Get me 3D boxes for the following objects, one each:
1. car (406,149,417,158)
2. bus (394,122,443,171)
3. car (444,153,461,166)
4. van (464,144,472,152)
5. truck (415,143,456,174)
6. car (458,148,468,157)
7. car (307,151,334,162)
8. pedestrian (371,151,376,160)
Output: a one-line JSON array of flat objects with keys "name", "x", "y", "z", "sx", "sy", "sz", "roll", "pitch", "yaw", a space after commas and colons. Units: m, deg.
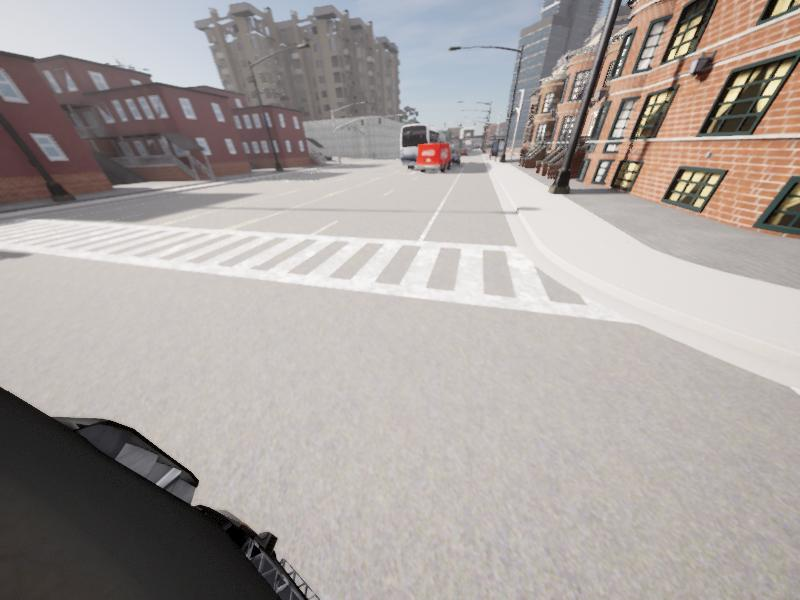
[{"name": "car", "x": 3.244, "y": -40.515, "z": 63.716, "sx": 1.932, "sy": 1.855, "sz": 4.605, "roll": 7, "pitch": 34, "yaw": 14}, {"name": "bus", "x": 2.737, "y": -19.117, "z": 29.025, "sx": 3.944, "sy": 4.253, "sz": 10.273, "roll": 7, "pitch": 34, "yaw": 14}, {"name": "car", "x": 7.336, "y": -19.599, "z": 32.126, "sx": 1.895, "sy": 1.301, "sz": 4.718, "roll": 7, "pitch": 34, "yaw": 14}, {"name": "van", "x": 26.382, "y": -58.718, "z": 89.271, "sx": 2.351, "sy": 2.431, "sz": 6.366, "roll": 7, "pitch": 34, "yaw": 14}, {"name": "truck", "x": 3.772, "y": -14.702, "z": 23.854, "sx": 2.627, "sy": 2.467, "sz": 5.204, "roll": 13, "pitch": 36, "yaw": 22}, {"name": "car", "x": 15.514, "y": -36.269, "z": 56.727, "sx": 2.007, "sy": 1.525, "sz": 4.514, "roll": 7, "pitch": 34, "yaw": 14}, {"name": "car", "x": -17.446, "y": -31.486, "z": 50.677, "sx": 5.238, "sy": 1.638, "sz": 1.930, "roll": 11, "pitch": 35, "yaw": 11}, {"name": "pedestrian", "x": -6.355, "y": -35.008, "z": 55.962, "sx": 0.751, "sy": 1.860, "sz": 0.751, "roll": -13, "pitch": 35, "yaw": -15}]
